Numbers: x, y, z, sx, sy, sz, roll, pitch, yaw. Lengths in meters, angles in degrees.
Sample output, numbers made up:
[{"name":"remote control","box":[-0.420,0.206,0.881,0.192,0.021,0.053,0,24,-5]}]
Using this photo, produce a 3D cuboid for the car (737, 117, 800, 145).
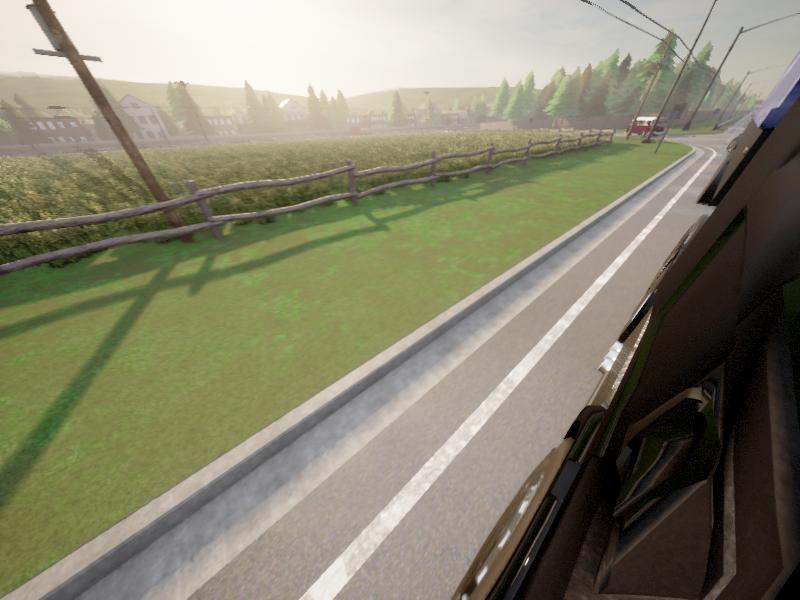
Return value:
[{"name":"car","box":[30.757,-14.246,19.408,5.027,1.651,2.152,-28,44,-30]}]

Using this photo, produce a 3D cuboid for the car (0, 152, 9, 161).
[{"name":"car","box":[-80.318,-27.618,44.743,4.193,1.474,1.816,-28,43,-30]}]

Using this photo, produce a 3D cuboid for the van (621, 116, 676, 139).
[{"name":"van","box":[31.055,-21.810,29.171,2.069,2.038,4.480,1,38,6]}]

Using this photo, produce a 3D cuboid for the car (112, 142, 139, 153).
[{"name":"car","box":[-69.790,-38.799,58.733,3.866,1.878,1.905,-28,43,-30]}]

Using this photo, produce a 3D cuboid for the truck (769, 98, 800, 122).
[{"name":"truck","box":[86.402,-42.161,51.363,8.468,3.827,2.891,-28,44,-30]}]

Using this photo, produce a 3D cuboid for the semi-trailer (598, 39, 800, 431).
[{"name":"semi-trailer","box":[8.689,-3.609,4.241,14.254,4.402,2.717,-28,44,-30]}]

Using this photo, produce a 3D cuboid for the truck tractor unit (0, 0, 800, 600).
[{"name":"truck tractor unit","box":[2.645,-0.295,0.352,6.516,4.208,3.053,-28,44,-30]}]

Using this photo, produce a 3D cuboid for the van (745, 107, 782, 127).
[{"name":"van","box":[60.784,-30.624,38.739,6.366,2.431,2.351,-28,44,-30]}]

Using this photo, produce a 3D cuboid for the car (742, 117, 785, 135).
[{"name":"car","box":[42.436,-20.430,27.057,4.792,1.488,2.163,-28,44,-30]}]

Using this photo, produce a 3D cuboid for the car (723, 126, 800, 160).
[{"name":"car","box":[21.449,-9.425,13.761,4.181,1.385,1.994,-32,46,-33]}]

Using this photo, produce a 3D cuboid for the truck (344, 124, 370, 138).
[{"name":"truck","box":[-15.859,-62.731,85.665,8.468,3.827,2.891,-28,43,-30]}]

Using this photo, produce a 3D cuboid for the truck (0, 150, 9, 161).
[{"name":"truck","box":[-85.087,-28.784,44.655,8.468,3.827,2.891,-28,43,-30]}]
